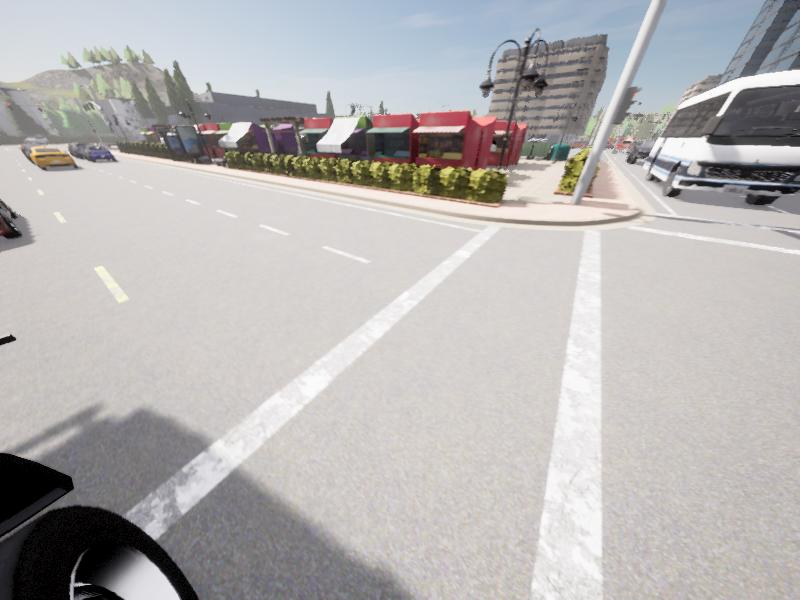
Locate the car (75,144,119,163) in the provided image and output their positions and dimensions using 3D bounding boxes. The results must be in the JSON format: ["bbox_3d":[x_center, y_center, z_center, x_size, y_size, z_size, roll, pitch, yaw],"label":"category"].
[{"bbox_3d":[-31.719,-15.368,24.202,4.193,1.474,1.816,22,41,28],"label":"car"}]

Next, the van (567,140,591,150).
[{"bbox_3d":[46.102,-40.081,59.605,4.442,1.987,1.775,22,41,28],"label":"van"}]

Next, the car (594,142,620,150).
[{"bbox_3d":[53.572,-39.908,59.895,4.514,1.525,2.007,9,36,12],"label":"car"}]

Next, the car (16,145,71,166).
[{"bbox_3d":[-34.127,-13.901,22.090,4.792,1.488,2.163,22,41,28],"label":"car"}]

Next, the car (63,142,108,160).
[{"bbox_3d":[-37.062,-17.618,27.216,4.856,1.649,2.033,22,41,28],"label":"car"}]

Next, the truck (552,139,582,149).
[{"bbox_3d":[45.693,-42.750,63.294,6.274,2.098,2.390,22,41,28],"label":"truck"}]

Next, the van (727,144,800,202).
[{"bbox_3d":[18.906,-6.084,10.898,2.069,2.038,4.480,19,39,24],"label":"van"}]

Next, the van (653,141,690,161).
[{"bbox_3d":[35.007,-19.326,29.911,1.775,1.987,4.442,22,41,28],"label":"van"}]

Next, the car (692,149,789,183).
[{"bbox_3d":[23.330,-9.523,16.190,2.152,1.651,5.027,22,41,28],"label":"car"}]

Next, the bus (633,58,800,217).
[{"bbox_3d":[15.682,-7.686,11.222,3.944,4.253,10.273,22,41,28],"label":"bus"}]

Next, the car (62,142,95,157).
[{"bbox_3d":[-41.929,-19.640,30.128,3.633,1.501,1.845,25,42,30],"label":"car"}]

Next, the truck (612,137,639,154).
[{"bbox_3d":[42.660,-29.389,43.862,2.627,2.467,5.204,22,40,28],"label":"truck"}]

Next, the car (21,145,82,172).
[{"bbox_3d":[-28.613,-11.689,18.949,5.008,1.535,1.882,22,40,27],"label":"car"}]

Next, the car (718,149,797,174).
[{"bbox_3d":[31.048,-12.322,20.337,2.128,1.511,4.902,22,40,27],"label":"car"}]

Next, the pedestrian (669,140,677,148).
[{"bbox_3d":[80.716,-46.219,68.362,0.751,1.860,0.751,29,44,34],"label":"pedestrian"}]

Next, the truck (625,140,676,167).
[{"bbox_3d":[26.338,-15.742,24.640,2.390,2.098,6.274,22,41,28],"label":"truck"}]

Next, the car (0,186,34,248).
[{"bbox_3d":[-12.107,-2.420,5.981,4.792,1.488,2.163,22,41,28],"label":"car"}]

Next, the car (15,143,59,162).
[{"bbox_3d":[-39.725,-16.208,25.265,5.008,1.535,1.882,22,41,28],"label":"car"}]
